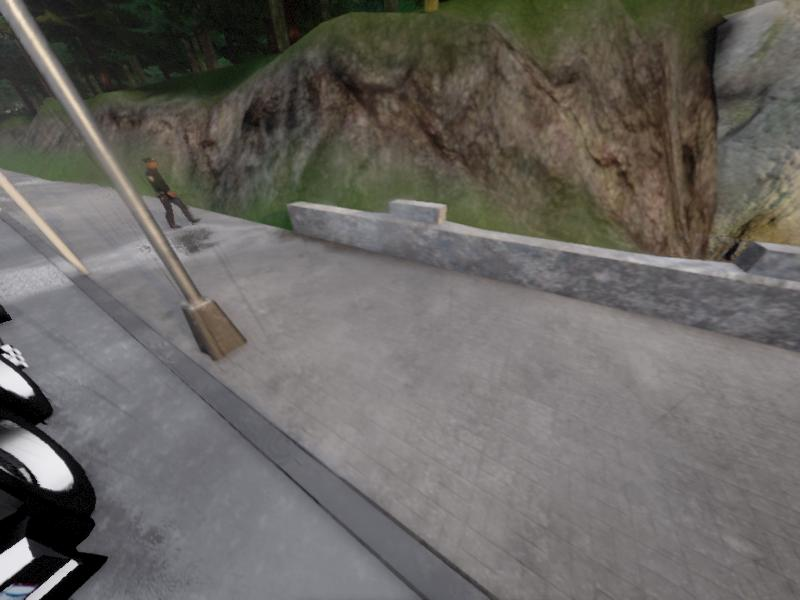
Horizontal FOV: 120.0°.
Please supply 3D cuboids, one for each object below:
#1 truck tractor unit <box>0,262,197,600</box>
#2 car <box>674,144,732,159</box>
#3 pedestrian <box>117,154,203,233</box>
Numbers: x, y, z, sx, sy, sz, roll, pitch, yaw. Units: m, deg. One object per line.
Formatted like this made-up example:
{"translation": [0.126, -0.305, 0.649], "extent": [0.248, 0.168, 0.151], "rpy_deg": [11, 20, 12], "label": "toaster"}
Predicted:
{"translation": [-5.111, -0.301, 0.782], "extent": [6.516, 4.208, 3.053], "rpy_deg": [18, 39, 24], "label": "truck tractor unit"}
{"translation": [40.015, -19.790, 30.682], "extent": [3.988, 1.617, 1.851], "rpy_deg": [18, 39, 24], "label": "car"}
{"translation": [-6.518, -2.953, 6.447], "extent": [0.751, 1.860, 0.751], "rpy_deg": [-10, 36, -14], "label": "pedestrian"}
